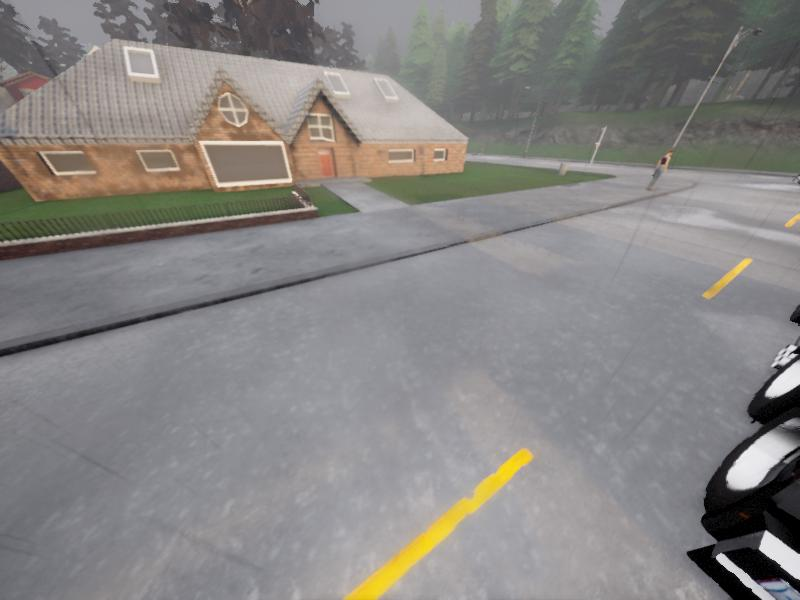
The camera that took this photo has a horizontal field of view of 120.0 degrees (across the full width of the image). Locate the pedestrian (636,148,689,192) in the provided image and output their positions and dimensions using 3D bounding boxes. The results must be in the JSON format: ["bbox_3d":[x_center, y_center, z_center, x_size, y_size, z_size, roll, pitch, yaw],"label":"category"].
[{"bbox_3d":[13.176,-6.545,11.677,0.751,1.860,0.751,3,35,3],"label":"pedestrian"}]

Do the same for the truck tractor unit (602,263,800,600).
[{"bbox_3d":[5.110,-0.302,0.787,6.516,4.208,3.053,-18,39,-24],"label":"truck tractor unit"}]

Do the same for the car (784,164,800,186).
[{"bbox_3d":[25.710,-7.318,13.410,1.845,1.501,3.633,18,39,23],"label":"car"}]
